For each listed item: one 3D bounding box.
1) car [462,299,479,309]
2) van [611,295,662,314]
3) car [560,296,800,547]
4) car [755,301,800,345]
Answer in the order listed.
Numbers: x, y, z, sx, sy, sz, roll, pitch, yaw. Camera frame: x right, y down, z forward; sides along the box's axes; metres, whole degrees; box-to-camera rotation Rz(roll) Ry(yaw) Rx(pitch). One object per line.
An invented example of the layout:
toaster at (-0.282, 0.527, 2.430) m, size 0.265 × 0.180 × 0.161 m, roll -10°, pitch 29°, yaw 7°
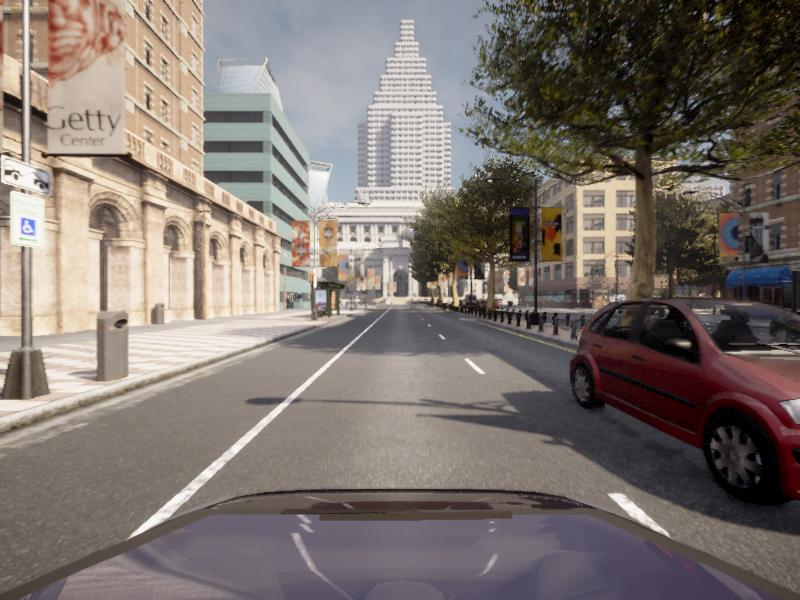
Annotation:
car at (11.555, 0.679, 66.099) m, size 1.882 × 1.535 × 5.008 m, roll 0°, pitch 0°, yaw 0°
van at (25.292, 0.477, 42.818) m, size 4.480 × 2.038 × 2.069 m, roll 0°, pitch 0°, yaw -12°
car at (3.502, 0.776, 4.457) m, size 1.851 × 1.617 × 3.988 m, roll 0°, pitch 0°, yaw 0°
car at (15.010, 0.793, 13.265) m, size 2.038 × 1.542 × 4.974 m, roll 0°, pitch 0°, yaw 0°
